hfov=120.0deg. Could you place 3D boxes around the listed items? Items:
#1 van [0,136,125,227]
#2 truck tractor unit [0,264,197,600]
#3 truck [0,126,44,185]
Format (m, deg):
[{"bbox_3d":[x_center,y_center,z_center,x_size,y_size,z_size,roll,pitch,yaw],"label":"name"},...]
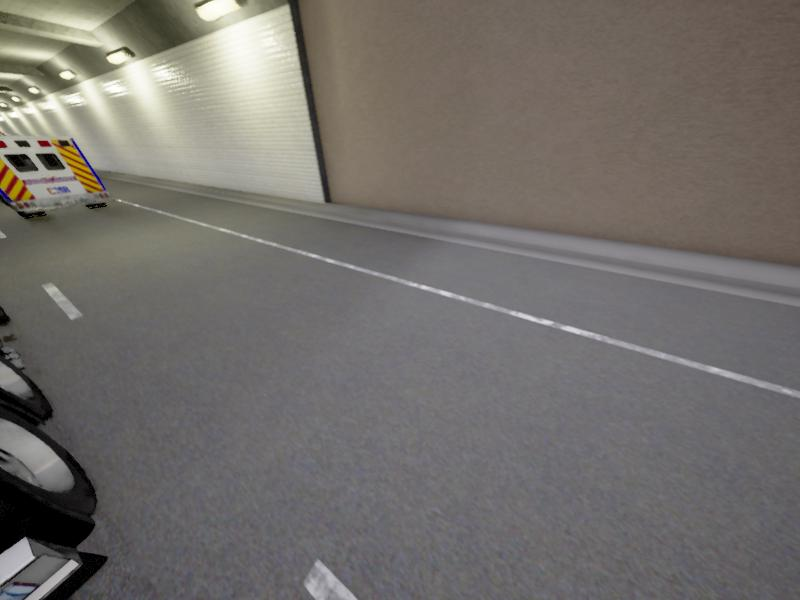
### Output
[{"bbox_3d":[-14.327,-4.876,9.023,6.366,2.431,2.351,18,39,25],"label":"van"},{"bbox_3d":[-5.114,-0.297,0.784,6.516,4.208,3.053,18,39,24],"label":"truck tractor unit"},{"bbox_3d":[-29.170,-10.289,15.716,8.468,3.827,2.891,18,39,25],"label":"truck"}]
